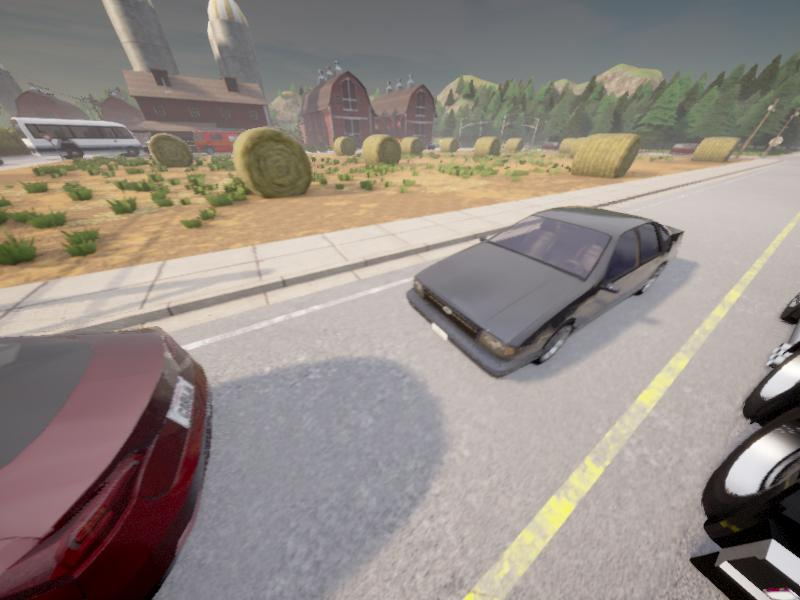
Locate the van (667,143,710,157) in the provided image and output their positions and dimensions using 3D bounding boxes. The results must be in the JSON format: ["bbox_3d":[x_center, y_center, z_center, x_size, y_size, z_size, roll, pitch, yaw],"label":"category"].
[{"bbox_3d":[54.475,-28.388,43.684,1.775,1.987,4.442,-21,40,-28],"label":"van"}]

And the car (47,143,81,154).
[{"bbox_3d":[-63.122,-28.560,43.523,2.038,1.542,4.974,-22,41,-29],"label":"car"}]

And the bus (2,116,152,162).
[{"bbox_3d":[-41.690,-21.313,30.786,3.944,4.253,10.273,16,38,22],"label":"bus"}]

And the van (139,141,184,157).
[{"bbox_3d":[-38.164,-24.378,37.165,4.480,2.038,2.069,-21,40,-28],"label":"van"}]

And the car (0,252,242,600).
[{"bbox_3d":[-3.517,1.426,0.640,4.792,1.488,2.163,-19,39,-25],"label":"car"}]

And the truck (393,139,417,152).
[{"bbox_3d":[1.280,-37.808,56.440,5.204,2.467,2.627,-22,40,-28],"label":"truck"}]

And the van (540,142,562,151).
[{"bbox_3d":[41.802,-42.631,64.152,1.775,1.987,4.442,-21,40,-28],"label":"van"}]

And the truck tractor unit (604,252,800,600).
[{"bbox_3d":[5.090,-0.321,0.811,6.516,4.208,3.053,-19,39,-25],"label":"truck tractor unit"}]

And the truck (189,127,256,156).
[{"bbox_3d":[-31.010,-27.956,40.813,8.468,3.827,2.891,-22,40,-28],"label":"truck"}]

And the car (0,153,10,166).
[{"bbox_3d":[-41.002,-13.678,21.966,2.097,1.767,4.553,-21,40,-28],"label":"car"}]

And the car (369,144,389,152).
[{"bbox_3d":[-4.740,-34.967,53.235,4.181,1.385,1.994,-22,41,-28],"label":"car"}]

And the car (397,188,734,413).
[{"bbox_3d":[2.779,-0.702,3.832,5.357,1.411,2.033,-19,39,-25],"label":"car"}]
